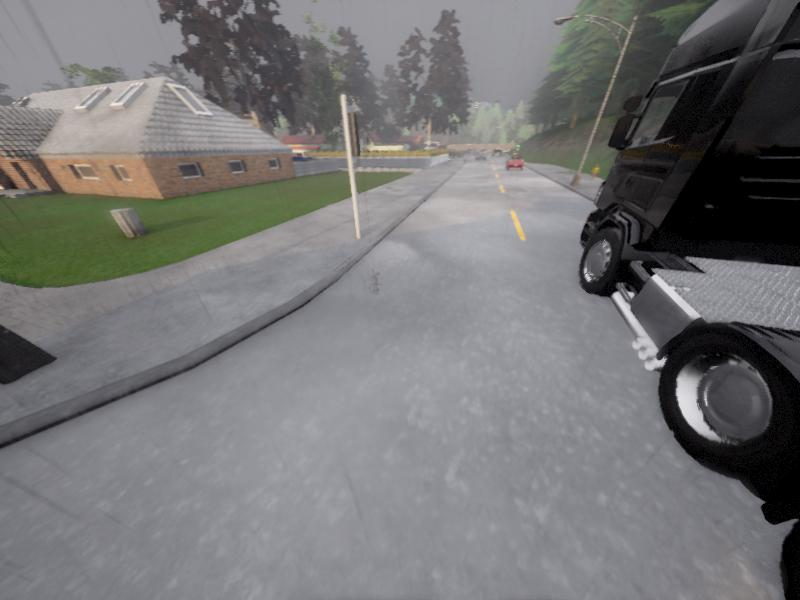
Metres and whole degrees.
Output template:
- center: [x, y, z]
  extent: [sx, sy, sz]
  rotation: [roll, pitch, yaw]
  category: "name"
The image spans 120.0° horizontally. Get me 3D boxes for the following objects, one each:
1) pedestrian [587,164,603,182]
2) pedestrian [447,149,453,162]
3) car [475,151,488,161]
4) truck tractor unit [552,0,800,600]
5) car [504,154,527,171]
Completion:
- center: [13.992, -9.132, 16.576]
  extent: [0.500, 1.100, 0.500]
  rotation: [19, 38, 27]
  category: "pedestrian"
- center: [8.450, -24.550, 39.336]
  extent: [0.751, 1.860, 0.751]
  rotation: [9, 35, 15]
  category: "pedestrian"
- center: [15.895, -28.038, 44.993]
  extent: [2.038, 1.542, 4.974]
  rotation: [8, 35, 13]
  category: "car"
- center: [4.069, -0.775, 1.522]
  extent: [3.053, 4.208, 6.516]
  rotation: [10, 35, 17]
  category: "truck tractor unit"
- center: [13.438, -16.185, 27.107]
  extent: [1.845, 1.501, 3.633]
  rotation: [9, 35, 15]
  category: "car"
